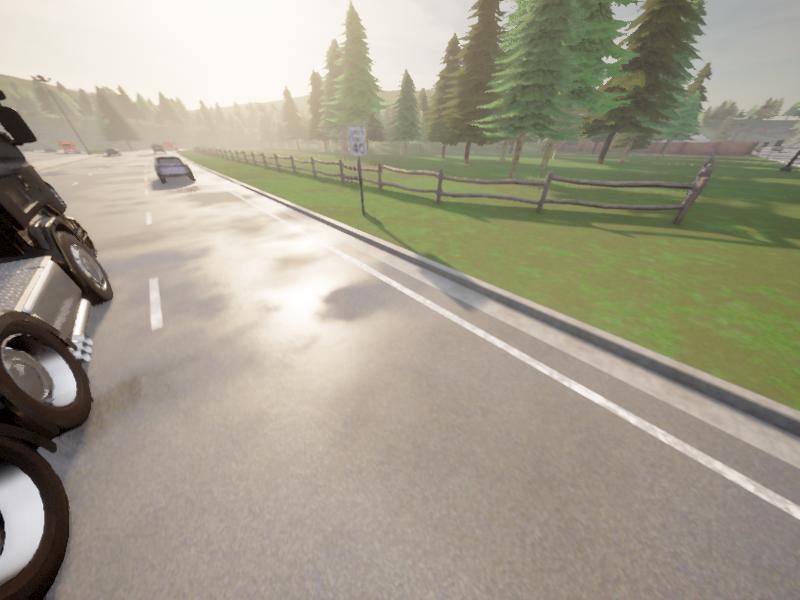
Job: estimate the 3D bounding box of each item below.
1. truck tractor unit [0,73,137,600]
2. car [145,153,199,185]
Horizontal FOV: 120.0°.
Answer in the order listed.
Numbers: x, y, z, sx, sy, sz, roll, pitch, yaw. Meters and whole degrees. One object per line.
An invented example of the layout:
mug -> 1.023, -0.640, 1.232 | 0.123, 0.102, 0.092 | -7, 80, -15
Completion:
truck tractor unit -> -4.762, -0.548, 1.157 | 3.053, 4.208, 6.516 | -28, 43, -35
car -> -16.658, -9.671, 16.822 | 2.033, 1.649, 4.856 | -27, 43, -34
